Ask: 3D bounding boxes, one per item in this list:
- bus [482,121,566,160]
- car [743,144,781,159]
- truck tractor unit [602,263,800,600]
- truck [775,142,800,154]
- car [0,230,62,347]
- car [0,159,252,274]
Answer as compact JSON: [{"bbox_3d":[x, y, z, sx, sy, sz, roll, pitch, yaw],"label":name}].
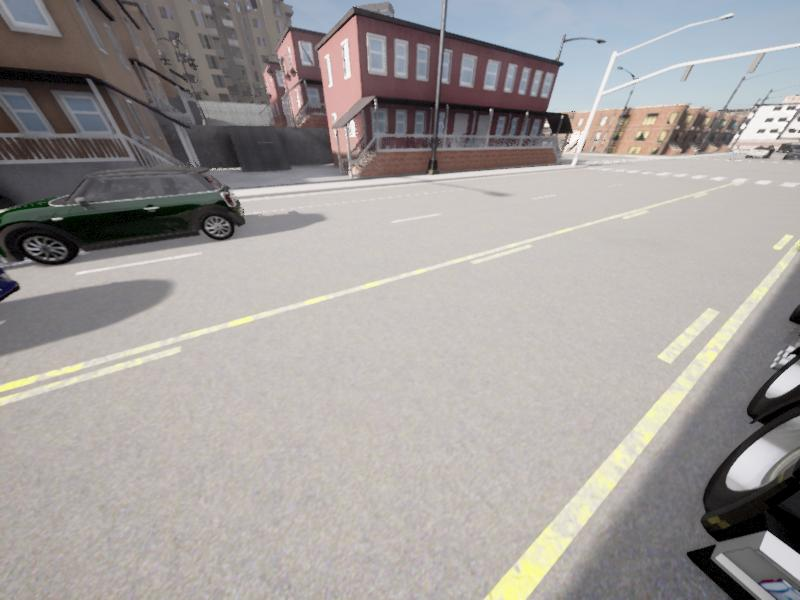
[{"bbox_3d":[18.338,-24.511,35.566,3.944,4.253,10.273,-18,39,-24],"label":"bus"},{"bbox_3d":[55.365,-22.739,35.331,4.605,1.855,1.932,-18,39,-24],"label":"car"},{"bbox_3d":[5.114,-0.295,0.797,6.516,4.208,3.053,-18,39,-24],"label":"truck tractor unit"},{"bbox_3d":[86.732,-33.698,51.057,2.390,2.098,6.274,28,43,34],"label":"truck"},{"bbox_3d":[-7.639,0.387,2.130,4.674,1.442,1.812,-18,39,-24],"label":"car"},{"bbox_3d":[-6.667,-2.392,5.818,4.553,1.767,2.097,-18,39,-24],"label":"car"}]
